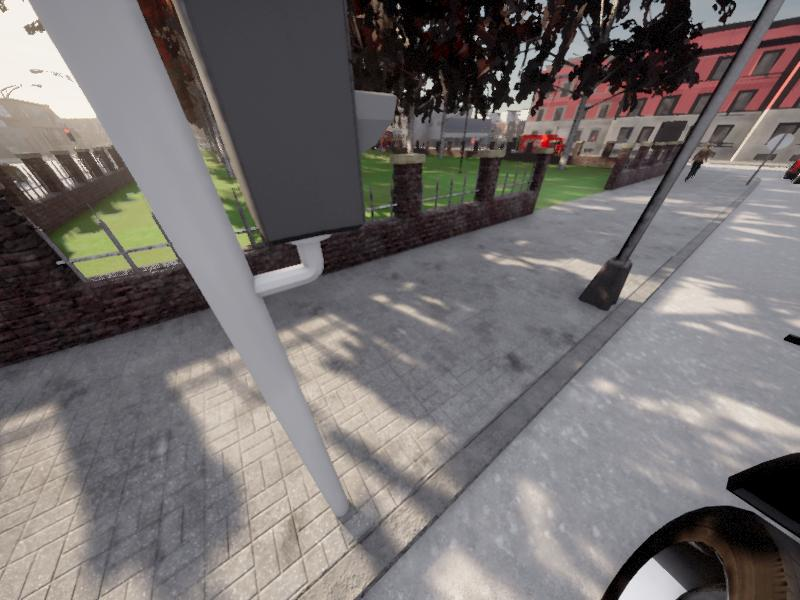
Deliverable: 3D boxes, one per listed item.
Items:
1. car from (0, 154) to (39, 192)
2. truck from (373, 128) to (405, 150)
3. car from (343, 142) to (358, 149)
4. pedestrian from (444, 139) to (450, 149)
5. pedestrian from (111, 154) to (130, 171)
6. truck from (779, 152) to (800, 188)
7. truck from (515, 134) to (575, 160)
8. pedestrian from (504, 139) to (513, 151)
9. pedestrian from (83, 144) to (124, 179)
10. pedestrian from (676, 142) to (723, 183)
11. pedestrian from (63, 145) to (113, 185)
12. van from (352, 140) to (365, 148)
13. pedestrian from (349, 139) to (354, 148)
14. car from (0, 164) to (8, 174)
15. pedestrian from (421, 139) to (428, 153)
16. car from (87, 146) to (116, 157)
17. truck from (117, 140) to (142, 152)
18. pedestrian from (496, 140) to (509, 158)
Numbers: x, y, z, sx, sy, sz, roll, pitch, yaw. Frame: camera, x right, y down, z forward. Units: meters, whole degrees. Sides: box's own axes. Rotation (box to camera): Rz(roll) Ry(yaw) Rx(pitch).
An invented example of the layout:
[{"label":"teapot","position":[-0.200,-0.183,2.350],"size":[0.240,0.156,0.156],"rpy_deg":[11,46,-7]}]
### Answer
[{"label":"car","position":[-23.087,-6.941,12.609],"size":[2.128,1.511,4.902],"rpy_deg":[-24,42,-30]},{"label":"truck","position":[-2.539,-36.318,52.167],"size":[2.891,3.827,8.468],"rpy_deg":[-22,41,-28]},{"label":"car","position":[-14.324,-44.772,66.815],"size":[2.152,1.651,5.027],"rpy_deg":[-22,41,-28]},{"label":"pedestrian","position":[10.032,-33.373,49.415],"size":[0.751,1.860,0.751],"rpy_deg":[-17,39,-23]},{"label":"pedestrian","position":[-22.371,-10.991,18.490],"size":[0.500,1.100,0.500],"rpy_deg":[-30,45,-35]},{"label":"truck","position":[23.788,-7.540,12.327],"size":[5.204,2.467,2.627],"rpy_deg":[-26,42,-31]},{"label":"truck","position":[17.836,-19.035,28.687],"size":[2.627,2.467,5.204],"rpy_deg":[-23,41,-28]},{"label":"pedestrian","position":[19.799,-28.367,42.330],"size":[0.751,1.860,0.751],"rpy_deg":[-11,36,-14]},{"label":"pedestrian","position":[-18.741,-8.780,14.668],"size":[0.751,1.860,0.751],"rpy_deg":[-22,41,-28]},{"label":"pedestrian","position":[16.446,-7.576,12.739],"size":[0.751,1.860,0.751],"rpy_deg":[-23,41,-28]},{"label":"pedestrian","position":[-17.163,-7.460,12.783],"size":[0.751,1.860,0.751],"rpy_deg":[-23,41,-29]},{"label":"van","position":[-12.763,-47.770,70.499],"size":[1.775,1.987,4.442],"rpy_deg":[-22,41,-28]},{"label":"pedestrian","position":[-12.060,-38.679,57.090],"size":[0.751,1.860,0.751],"rpy_deg":[-17,38,-22]},{"label":"car","position":[-31.450,-9.552,16.385],"size":[1.837,1.490,4.892],"rpy_deg":[-22,41,-28]},{"label":"pedestrian","position":[3.994,-25.435,38.179],"size":[0.751,1.860,0.751],"rpy_deg":[-22,41,-28]},{"label":"car","position":[-51.313,-25.659,39.809],"size":[1.812,1.442,4.674],"rpy_deg":[-22,41,-28]},{"label":"truck","position":[-64.842,-37.033,55.477],"size":[2.390,2.098,6.274],"rpy_deg":[-22,41,-28]},{"label":"pedestrian","position":[12.515,-18.443,28.194],"size":[0.751,1.860,0.751],"rpy_deg":[-21,40,-27]}]
